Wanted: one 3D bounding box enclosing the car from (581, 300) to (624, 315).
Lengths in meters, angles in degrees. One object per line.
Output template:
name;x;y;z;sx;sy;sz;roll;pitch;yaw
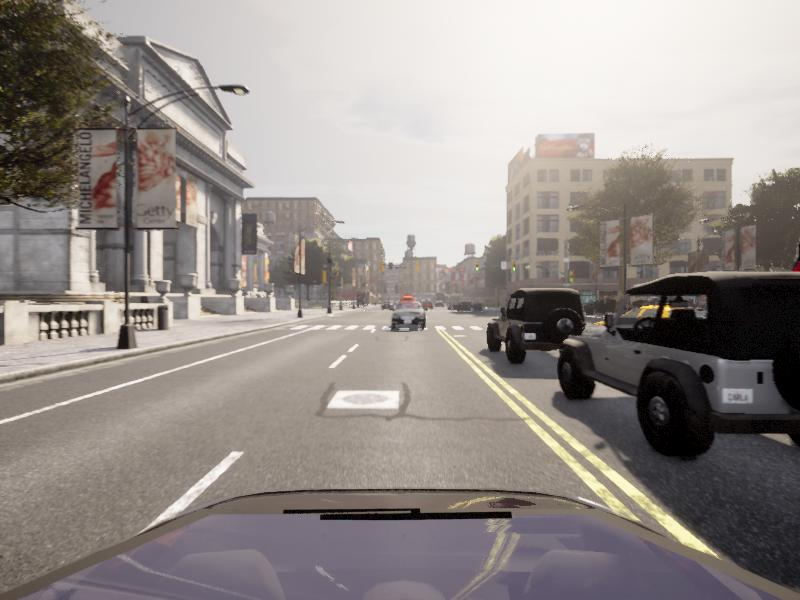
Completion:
car;22.944;0.809;45.396;3.988;1.617;1.851;0;0;1

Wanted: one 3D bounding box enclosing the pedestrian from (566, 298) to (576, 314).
pedestrian;19.035;0.656;44.446;0.751;1.860;0.751;0;0;-3

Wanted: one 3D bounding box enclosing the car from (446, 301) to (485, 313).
car;8.718;0.861;53.298;4.892;1.490;1.837;1;1;35

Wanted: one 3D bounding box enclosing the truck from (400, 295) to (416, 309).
truck;1.374;0.371;70.955;2.627;2.467;5.204;0;0;1

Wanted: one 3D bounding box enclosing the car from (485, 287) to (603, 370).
car;3.689;0.650;11.044;1.905;1.878;3.866;0;0;0

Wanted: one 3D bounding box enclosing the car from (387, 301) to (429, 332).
car;0.503;0.841;22.739;2.128;1.511;4.902;0;0;3

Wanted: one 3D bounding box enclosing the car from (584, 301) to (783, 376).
car;7.179;0.807;11.087;1.801;1.575;5.366;0;0;1

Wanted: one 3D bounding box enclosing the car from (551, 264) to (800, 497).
car;3.613;0.649;5.148;1.905;1.878;3.866;0;0;0

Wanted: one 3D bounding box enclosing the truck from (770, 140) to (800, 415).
truck;7.048;-0.316;1.800;2.891;3.827;8.468;0;0;0
